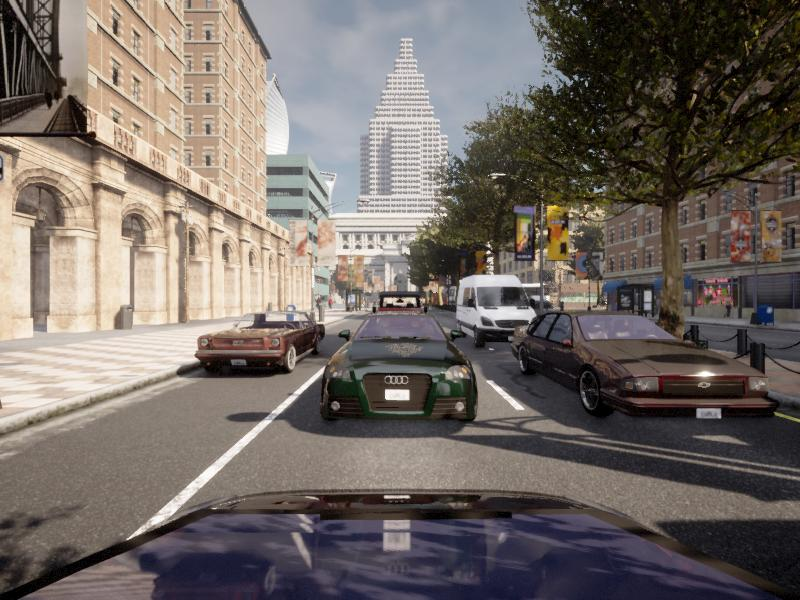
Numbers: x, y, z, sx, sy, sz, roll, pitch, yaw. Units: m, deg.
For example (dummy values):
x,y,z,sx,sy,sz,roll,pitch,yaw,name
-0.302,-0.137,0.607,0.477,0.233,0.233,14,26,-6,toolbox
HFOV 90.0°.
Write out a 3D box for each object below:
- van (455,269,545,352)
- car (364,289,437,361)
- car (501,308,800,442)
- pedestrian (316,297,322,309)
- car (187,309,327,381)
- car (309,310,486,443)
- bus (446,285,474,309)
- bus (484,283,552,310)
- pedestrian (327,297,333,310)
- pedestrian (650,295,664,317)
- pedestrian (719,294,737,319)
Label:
x,y,z,sx,sy,sz,roll,pitch,yaw,name
3.503,0.323,15.361,1.988,2.561,5.915,0,0,0,van
0.002,0.646,12.323,1.905,1.878,3.866,0,0,0,car
3.501,0.895,7.189,2.033,1.411,5.357,0,0,0,car
-12.459,0.486,61.623,0.751,1.860,0.751,0,0,-5,pedestrian
-3.246,0.939,10.223,1.895,1.301,4.718,0,0,0,car
0.010,0.908,6.581,1.994,1.385,4.181,0,0,1,car
11.402,-0.537,77.690,3.944,4.253,10.273,0,0,0,bus
19.716,-0.537,67.554,10.273,4.253,3.944,0,0,38,bus
-9.950,0.486,57.055,0.751,1.860,0.751,0,0,-4,pedestrian
21.893,0.486,34.064,0.751,1.860,0.751,0,0,2,pedestrian
24.997,0.486,30.479,0.751,1.860,0.751,0,0,-1,pedestrian
